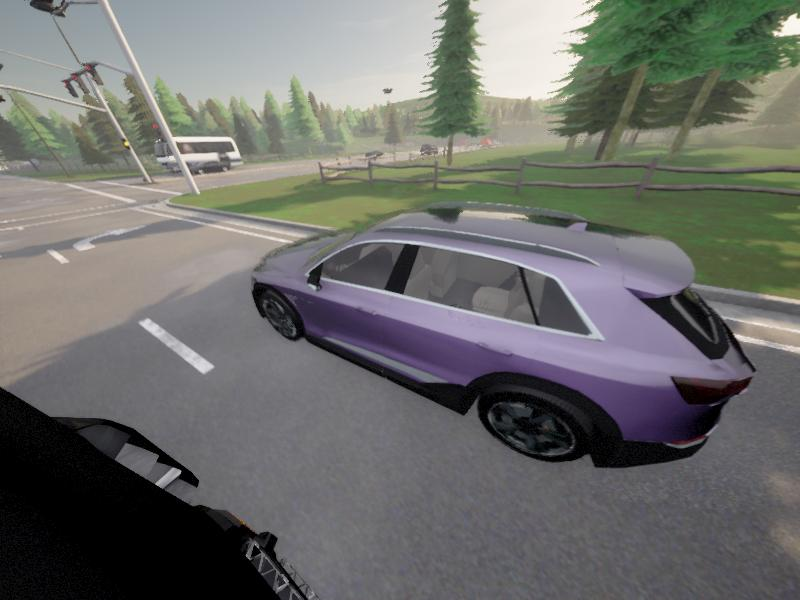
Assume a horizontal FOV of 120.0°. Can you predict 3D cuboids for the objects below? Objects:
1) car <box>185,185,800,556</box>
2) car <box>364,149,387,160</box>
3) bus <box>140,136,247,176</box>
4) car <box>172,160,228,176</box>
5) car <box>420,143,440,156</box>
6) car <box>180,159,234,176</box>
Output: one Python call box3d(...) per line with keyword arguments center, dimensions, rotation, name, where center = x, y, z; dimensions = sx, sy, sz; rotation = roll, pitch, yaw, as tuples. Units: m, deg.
box3d(center=(0.204, -0.221, 2.737), dimensions=(4.856, 1.649, 2.033), rotation=(16, 38, 26), name="car")
box3d(center=(-4.777, -28.590, 45.406), dimensions=(1.837, 1.490, 4.892), rotation=(16, 38, 25), name="car")
box3d(center=(-29.429, -21.360, 34.011), dimensions=(3.944, 4.253, 10.273), rotation=(16, 38, 25), name="bus")
box3d(center=(-27.440, -18.310, 31.890), dimensions=(2.033, 1.411, 5.357), rotation=(16, 38, 25), name="car")
box3d(center=(6.417, -32.253, 49.528), dimensions=(2.150, 2.045, 5.566), rotation=(16, 38, 26), name="car")
box3d(center=(-24.723, -17.157, 29.885), dimensions=(1.837, 1.490, 4.892), rotation=(16, 38, 25), name="car")
